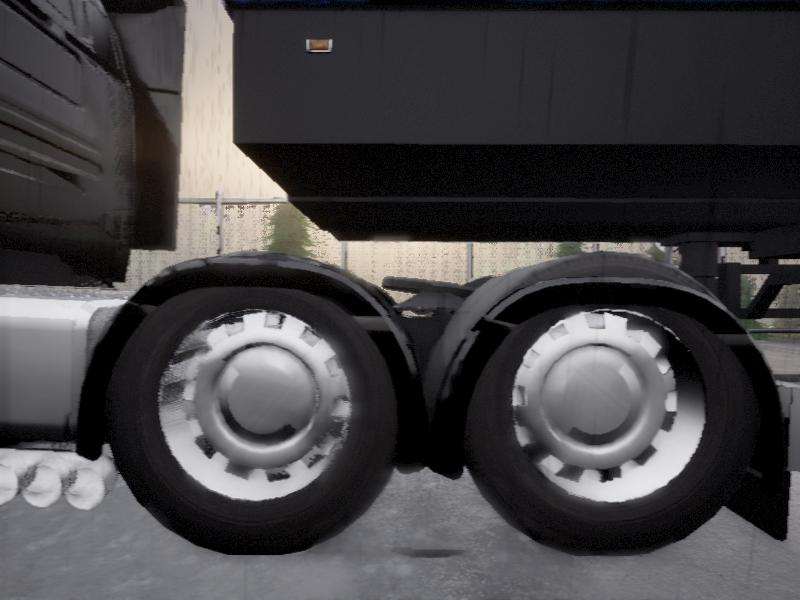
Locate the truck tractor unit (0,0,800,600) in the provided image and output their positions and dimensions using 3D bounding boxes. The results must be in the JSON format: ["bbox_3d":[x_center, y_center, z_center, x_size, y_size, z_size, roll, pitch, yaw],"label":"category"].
[{"bbox_3d":[-1.524,-1.119,2.737,6.516,4.208,3.053,0,0,0],"label":"truck tractor unit"}]

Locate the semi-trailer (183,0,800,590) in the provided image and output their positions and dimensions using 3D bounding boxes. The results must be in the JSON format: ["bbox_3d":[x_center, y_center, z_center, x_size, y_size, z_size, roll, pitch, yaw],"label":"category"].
[{"bbox_3d":[6.388,-1.219,2.696,14.254,4.402,2.717,0,0,0],"label":"semi-trailer"}]
